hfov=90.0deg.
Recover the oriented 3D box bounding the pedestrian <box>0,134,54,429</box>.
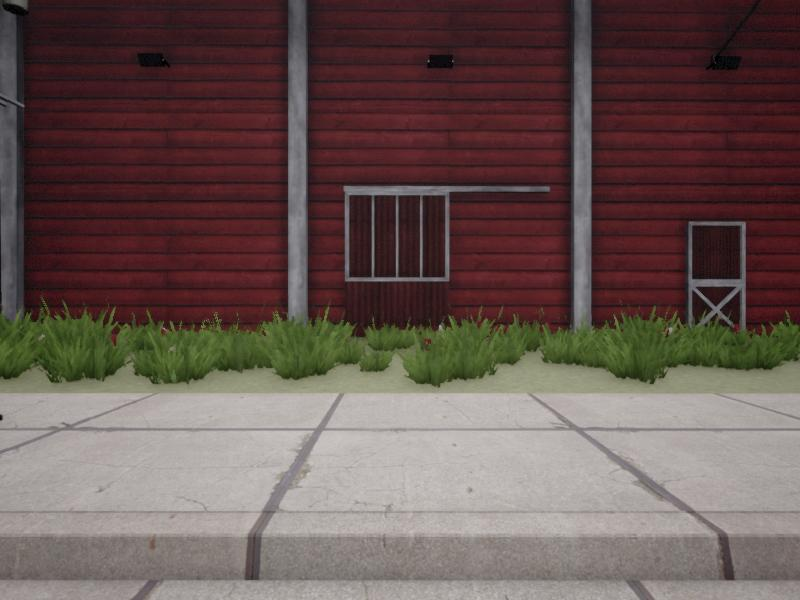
[{"bbox_3d":[-2.919,-0.116,2.593,0.751,1.860,0.751,0,0,-11],"label":"pedestrian"}]

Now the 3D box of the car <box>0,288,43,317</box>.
[{"bbox_3d":[-23.970,0.149,23.138,2.152,1.651,5.027,0,0,-1],"label":"car"}]
